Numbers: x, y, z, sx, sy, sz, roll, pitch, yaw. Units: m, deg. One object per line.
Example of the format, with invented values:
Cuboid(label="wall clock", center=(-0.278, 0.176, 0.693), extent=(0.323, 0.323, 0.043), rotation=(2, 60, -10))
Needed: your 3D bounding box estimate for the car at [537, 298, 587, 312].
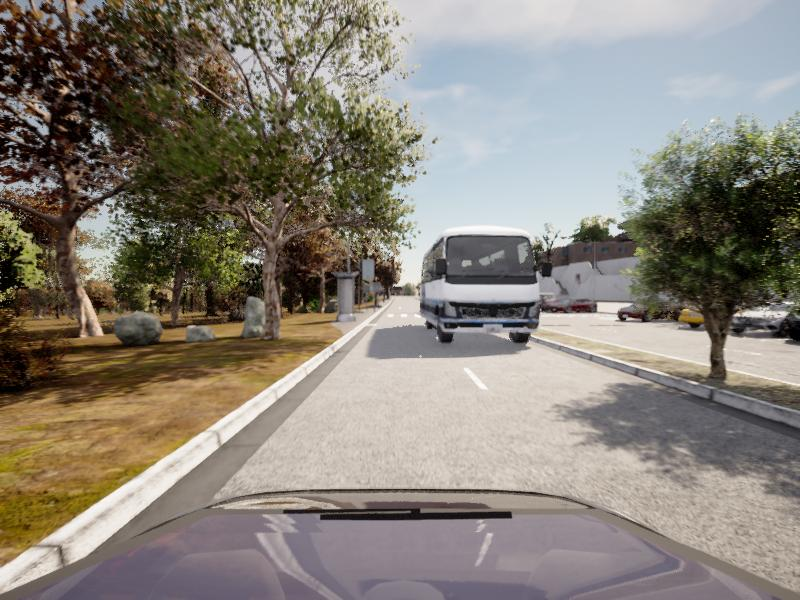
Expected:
Cuboid(label="car", center=(16.846, 0.509, 41.652), extent=(4.674, 1.452, 2.002), rotation=(1, 0, -20))

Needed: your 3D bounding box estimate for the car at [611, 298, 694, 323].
Cuboid(label="car", center=(16.816, 0.679, 26.629), extent=(4.792, 1.488, 2.163), rotation=(1, 1, -20))

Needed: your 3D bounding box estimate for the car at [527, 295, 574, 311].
Cuboid(label="car", center=(16.825, 0.308, 44.622), extent=(4.553, 1.767, 2.185), rotation=(1, 0, -20))

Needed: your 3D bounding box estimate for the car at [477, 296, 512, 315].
Cuboid(label="car", center=(8.775, 0.441, 37.590), extent=(2.242, 1.667, 4.611), rotation=(0, 1, 0))

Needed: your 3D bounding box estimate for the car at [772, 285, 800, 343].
Cuboid(label="car", center=(16.812, 0.527, 14.611), extent=(5.566, 2.045, 2.435), rotation=(1, 1, -20))

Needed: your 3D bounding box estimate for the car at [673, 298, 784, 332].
Cuboid(label="car", center=(17.010, 0.717, 20.705), extent=(5.366, 1.575, 1.946), rotation=(1, 0, -20))

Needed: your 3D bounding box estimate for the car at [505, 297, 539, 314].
Cuboid(label="car", center=(11.782, 0.513, 39.113), extent=(1.837, 1.490, 4.892), rotation=(0, 1, 0))

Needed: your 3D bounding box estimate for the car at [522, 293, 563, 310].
Cuboid(label="car", center=(16.966, 0.173, 47.656), extent=(4.442, 1.987, 1.878), rotation=(1, 0, -20))

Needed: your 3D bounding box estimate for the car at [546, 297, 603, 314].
Cuboid(label="car", center=(16.823, 0.535, 38.634), extent=(4.792, 1.488, 2.163), rotation=(1, 1, -20))

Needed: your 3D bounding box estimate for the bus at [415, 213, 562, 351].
Cuboid(label="bus", center=(2.948, -0.621, 17.587), extent=(3.944, 4.253, 10.273), rotation=(0, 1, -2))

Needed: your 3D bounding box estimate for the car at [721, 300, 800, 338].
Cuboid(label="car", center=(16.841, 0.789, 17.633), extent=(4.674, 1.452, 2.002), rotation=(1, 1, -20))
